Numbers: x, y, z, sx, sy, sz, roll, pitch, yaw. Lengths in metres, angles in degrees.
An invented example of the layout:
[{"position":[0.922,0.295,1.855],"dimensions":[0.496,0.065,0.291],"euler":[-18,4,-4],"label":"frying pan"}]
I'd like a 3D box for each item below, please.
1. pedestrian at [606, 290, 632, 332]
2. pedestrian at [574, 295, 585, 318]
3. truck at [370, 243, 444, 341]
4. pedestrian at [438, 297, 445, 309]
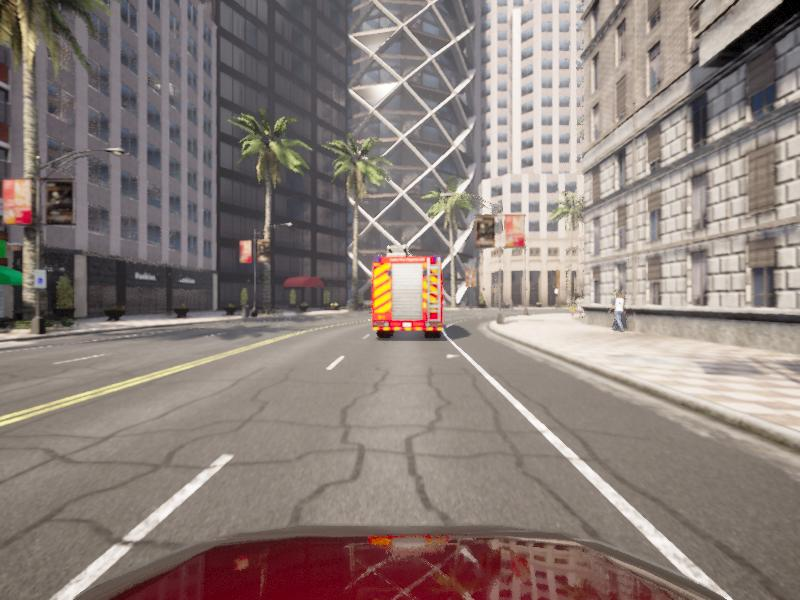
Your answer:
[{"position":[9.784,0.493,17.902],"dimensions":[0.751,1.860,0.751],"euler":[0,0,1],"label":"pedestrian"},{"position":[14.762,0.498,32.845],"dimensions":[0.751,1.860,0.751],"euler":[0,0,31],"label":"pedestrian"},{"position":[0.587,-0.314,19.894],"dimensions":[2.891,3.827,8.468],"euler":[0,0,4],"label":"truck"},{"position":[6.702,0.507,64.713],"dimensions":[0.751,1.860,0.751],"euler":[0,0,-39],"label":"pedestrian"}]
